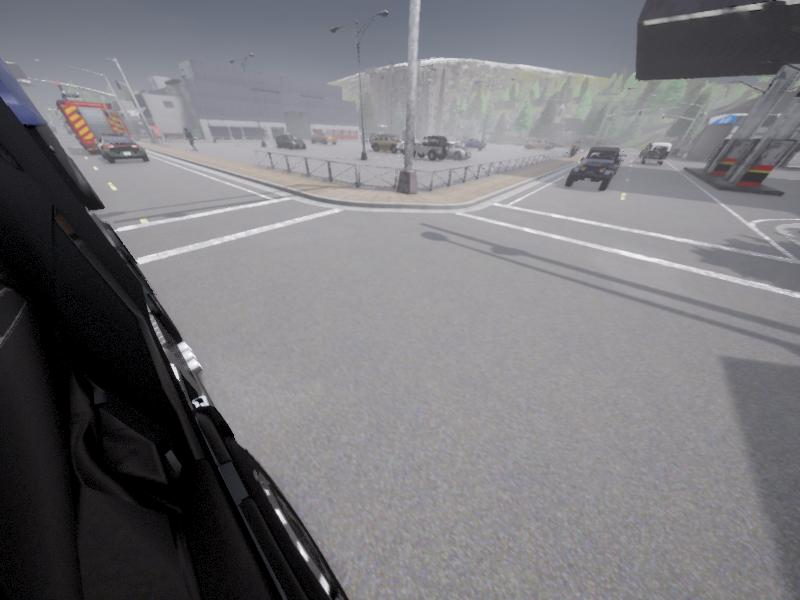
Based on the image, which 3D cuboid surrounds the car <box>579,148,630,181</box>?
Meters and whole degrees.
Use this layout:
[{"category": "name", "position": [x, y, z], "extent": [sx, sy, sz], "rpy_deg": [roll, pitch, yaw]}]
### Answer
[{"category": "car", "position": [15.199, -10.162, 17.112], "extent": [2.033, 1.649, 4.856], "rpy_deg": [27, 43, 31]}]

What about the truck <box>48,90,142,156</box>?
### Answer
[{"category": "truck", "position": [-26.045, -14.897, 19.724], "extent": [8.468, 3.827, 2.891], "rpy_deg": [27, 43, 31]}]

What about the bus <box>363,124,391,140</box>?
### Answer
[{"category": "bus", "position": [-8.444, -62.245, 85.553], "extent": [10.273, 4.253, 3.944], "rpy_deg": [27, 43, 30]}]

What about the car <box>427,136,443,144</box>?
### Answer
[{"category": "car", "position": [9.172, -41.682, 60.127], "extent": [3.633, 1.501, 1.845], "rpy_deg": [27, 43, 30]}]

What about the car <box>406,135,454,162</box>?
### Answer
[{"category": "car", "position": [2.662, -14.062, 21.350], "extent": [3.866, 1.878, 1.905], "rpy_deg": [27, 43, 30]}]

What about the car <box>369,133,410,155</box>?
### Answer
[{"category": "car", "position": [-1.267, -18.572, 27.427], "extent": [4.605, 1.855, 1.932], "rpy_deg": [27, 43, 30]}]

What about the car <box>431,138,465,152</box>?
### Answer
[{"category": "car", "position": [7.260, -23.592, 35.030], "extent": [4.514, 1.523, 2.007], "rpy_deg": [27, 43, 30]}]

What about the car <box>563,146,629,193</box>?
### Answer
[{"category": "car", "position": [11.035, -7.455, 12.991], "extent": [1.905, 1.878, 3.866], "rpy_deg": [27, 43, 31]}]

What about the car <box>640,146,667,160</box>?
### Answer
[{"category": "car", "position": [36.312, -21.199, 33.258], "extent": [2.007, 1.525, 4.514], "rpy_deg": [27, 43, 31]}]

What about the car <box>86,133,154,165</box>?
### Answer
[{"category": "car", "position": [-19.253, -10.460, 15.851], "extent": [4.974, 1.542, 2.038], "rpy_deg": [27, 43, 31]}]

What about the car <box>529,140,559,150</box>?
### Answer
[{"category": "car", "position": [29.149, -31.505, 46.894], "extent": [4.514, 1.523, 2.007], "rpy_deg": [27, 43, 30]}]

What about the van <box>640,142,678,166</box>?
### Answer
[{"category": "van", "position": [29.914, -17.080, 26.889], "extent": [2.069, 2.038, 4.480], "rpy_deg": [27, 43, 31]}]

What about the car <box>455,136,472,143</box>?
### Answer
[{"category": "car", "position": [19.655, -49.744, 71.546], "extent": [4.605, 1.855, 1.932], "rpy_deg": [27, 43, 30]}]

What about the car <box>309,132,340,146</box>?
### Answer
[{"category": "car", "position": [-12.591, -26.719, 38.264], "extent": [5.027, 1.636, 2.152], "rpy_deg": [27, 43, 30]}]

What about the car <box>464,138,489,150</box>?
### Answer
[{"category": "car", "position": [13.698, -27.940, 41.315], "extent": [3.633, 1.501, 1.845], "rpy_deg": [27, 43, 30]}]

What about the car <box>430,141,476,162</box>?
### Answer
[{"category": "car", "position": [5.255, -15.050, 23.301], "extent": [3.806, 1.475, 1.970], "rpy_deg": [27, 43, 30]}]

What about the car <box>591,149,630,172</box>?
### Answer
[{"category": "car", "position": [19.278, -12.860, 21.121], "extent": [1.970, 1.475, 3.806], "rpy_deg": [27, 43, 31]}]

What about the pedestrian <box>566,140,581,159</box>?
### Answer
[{"category": "pedestrian", "position": [20.818, -18.079, 27.739], "extent": [0.751, 1.860, 0.751], "rpy_deg": [27, 43, 30]}]

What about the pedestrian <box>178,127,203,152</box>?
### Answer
[{"category": "pedestrian", "position": [-19.343, -14.868, 21.367], "extent": [0.751, 1.860, 0.751], "rpy_deg": [11, 37, 13]}]

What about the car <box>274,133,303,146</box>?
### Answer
[{"category": "car", "position": [-16.459, -23.715, 34.104], "extent": [3.806, 1.475, 1.970], "rpy_deg": [27, 43, 30]}]

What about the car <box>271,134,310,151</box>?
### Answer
[{"category": "car", "position": [-13.401, -19.291, 28.257], "extent": [4.514, 1.523, 2.007], "rpy_deg": [27, 43, 30]}]

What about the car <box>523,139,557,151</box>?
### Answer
[{"category": "car", "position": [27.179, -30.117, 44.886], "extent": [5.027, 1.636, 2.152], "rpy_deg": [27, 43, 30]}]

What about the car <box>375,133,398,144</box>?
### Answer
[{"category": "car", "position": [-2.840, -33.811, 48.329], "extent": [4.605, 1.855, 1.932], "rpy_deg": [27, 43, 30]}]

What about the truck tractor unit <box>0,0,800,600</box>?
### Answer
[{"category": "truck tractor unit", "position": [-2.645, -0.295, 0.351], "extent": [6.516, 4.208, 3.053], "rpy_deg": [28, 44, 30]}]

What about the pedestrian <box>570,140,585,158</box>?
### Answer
[{"category": "pedestrian", "position": [22.838, -19.499, 29.776], "extent": [0.751, 1.860, 0.751], "rpy_deg": [27, 43, 31]}]

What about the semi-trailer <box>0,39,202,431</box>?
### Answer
[{"category": "semi-trailer", "position": [-8.734, -3.518, 4.283], "extent": [14.254, 4.402, 2.717], "rpy_deg": [27, 43, 30]}]

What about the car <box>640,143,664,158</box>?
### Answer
[{"category": "car", "position": [40.514, -24.181, 37.224], "extent": [1.905, 1.878, 3.866], "rpy_deg": [27, 43, 31]}]

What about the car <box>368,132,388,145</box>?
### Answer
[{"category": "car", "position": [-4.386, -32.391, 46.278], "extent": [3.866, 1.878, 1.905], "rpy_deg": [27, 43, 30]}]

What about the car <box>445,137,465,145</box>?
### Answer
[{"category": "car", "position": [12.954, -37.457, 54.488], "extent": [3.806, 1.475, 1.970], "rpy_deg": [27, 43, 30]}]
